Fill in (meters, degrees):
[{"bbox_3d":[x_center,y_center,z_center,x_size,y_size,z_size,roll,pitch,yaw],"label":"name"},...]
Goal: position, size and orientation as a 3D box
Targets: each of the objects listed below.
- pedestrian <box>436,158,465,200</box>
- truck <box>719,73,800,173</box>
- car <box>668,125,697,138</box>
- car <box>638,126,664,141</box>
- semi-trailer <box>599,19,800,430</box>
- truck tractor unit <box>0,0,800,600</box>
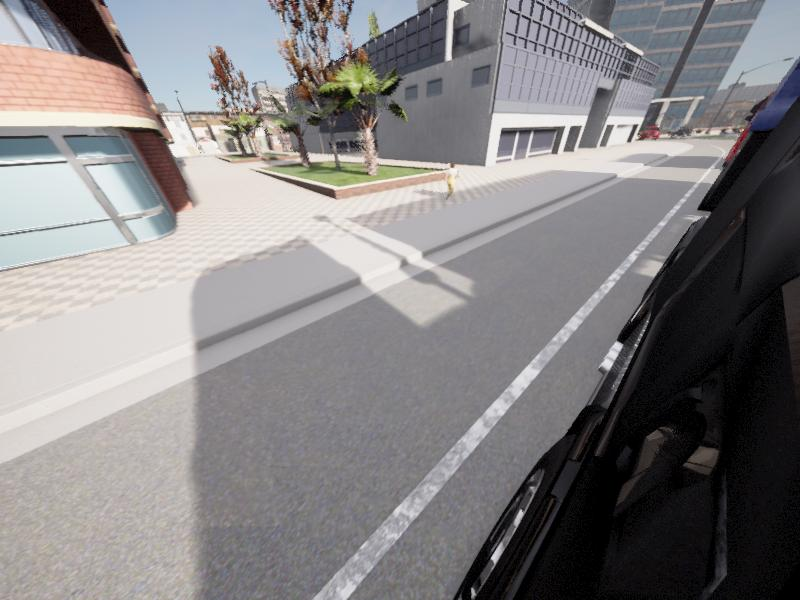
[{"bbox_3d":[1.890,-4.555,8.702,0.751,1.300,0.751,19,40,28],"label":"pedestrian"},{"bbox_3d":[21.786,-9.851,12.966,8.468,3.827,2.891,-27,42,-31],"label":"truck"},{"bbox_3d":[56.070,-33.390,45.841,3.866,1.878,1.905,-18,37,-20],"label":"car"},{"bbox_3d":[45.446,-30.244,41.971,2.150,2.045,5.566,20,41,29],"label":"car"},{"bbox_3d":[8.738,-3.502,4.298,14.254,4.402,2.717,-27,41,-30],"label":"semi-trailer"},{"bbox_3d":[2.645,-0.295,0.351,6.516,4.208,3.053,-28,44,-30],"label":"truck tractor unit"}]
